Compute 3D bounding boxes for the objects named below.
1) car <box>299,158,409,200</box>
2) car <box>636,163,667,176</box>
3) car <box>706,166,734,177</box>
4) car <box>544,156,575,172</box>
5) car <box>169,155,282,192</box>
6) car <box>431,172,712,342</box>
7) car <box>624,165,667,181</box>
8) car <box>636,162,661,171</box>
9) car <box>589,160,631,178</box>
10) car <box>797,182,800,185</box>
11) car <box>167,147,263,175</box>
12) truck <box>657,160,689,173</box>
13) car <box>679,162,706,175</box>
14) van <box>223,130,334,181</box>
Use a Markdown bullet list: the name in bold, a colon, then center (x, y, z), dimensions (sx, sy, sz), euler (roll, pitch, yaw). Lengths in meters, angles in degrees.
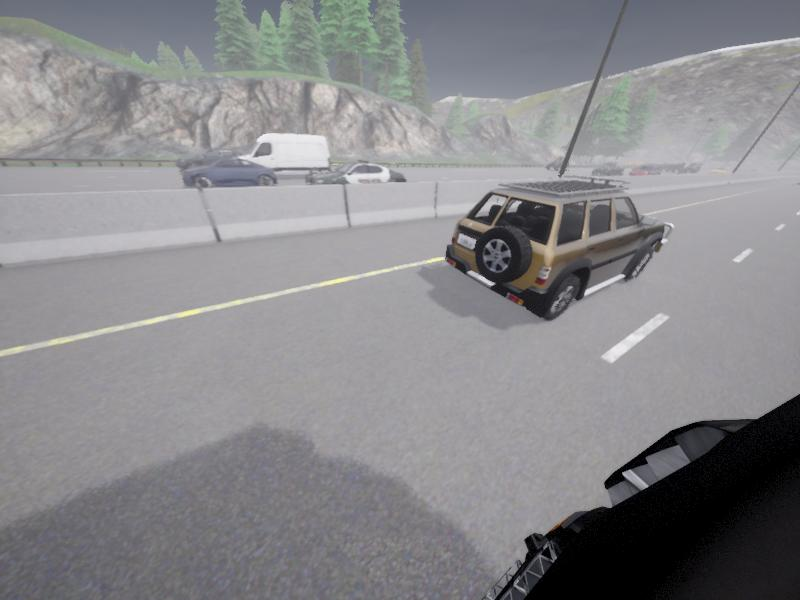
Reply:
- **car**: center (-2.228, -6.297, 11.858), dimensions (4.974, 1.542, 2.038), euler (-16, 38, -26)
- **car**: center (39.629, -20.587, 36.394), dimensions (3.988, 1.617, 1.851), euler (-16, 38, -26)
- **car**: center (60.176, -24.199, 43.418), dimensions (5.366, 1.575, 1.801), euler (-16, 38, -26)
- **car**: center (24.364, -20.796, 35.307), dimensions (3.866, 1.878, 1.905), euler (-16, 38, -26)
- **car**: center (-8.710, -6.611, 11.994), dimensions (4.181, 1.385, 1.994), euler (-16, 38, -26)
- **car**: center (3.121, -1.246, 4.360), dimensions (4.605, 1.855, 1.932), euler (-16, 38, -26)
- **car**: center (29.788, -15.477, 28.052), dimensions (4.514, 1.525, 2.007), euler (-16, 38, -26)
- **car**: center (54.460, -29.244, 50.658), dimensions (4.902, 1.511, 2.128), euler (-16, 38, -26)
- **car**: center (27.266, -17.104, 30.067), dimensions (4.553, 1.767, 2.097), euler (-16, 38, -26)
- **car**: center (58.439, -16.876, 32.508), dimensions (4.718, 1.301, 1.895), euler (-16, 38, -26)
- **car**: center (-12.899, -9.949, 16.567), dimensions (4.902, 1.511, 2.128), euler (-16, 38, -26)
- **truck**: center (57.452, -28.131, 48.614), dimensions (6.274, 2.098, 2.390), euler (-16, 38, -26)
- **car**: center (57.196, -25.721, 45.185), dimensions (3.866, 1.878, 1.905), euler (-16, 38, -26)
- **van**: center (-7.778, -9.602, 15.498), dimensions (5.915, 2.561, 1.988), euler (-16, 38, -26)
